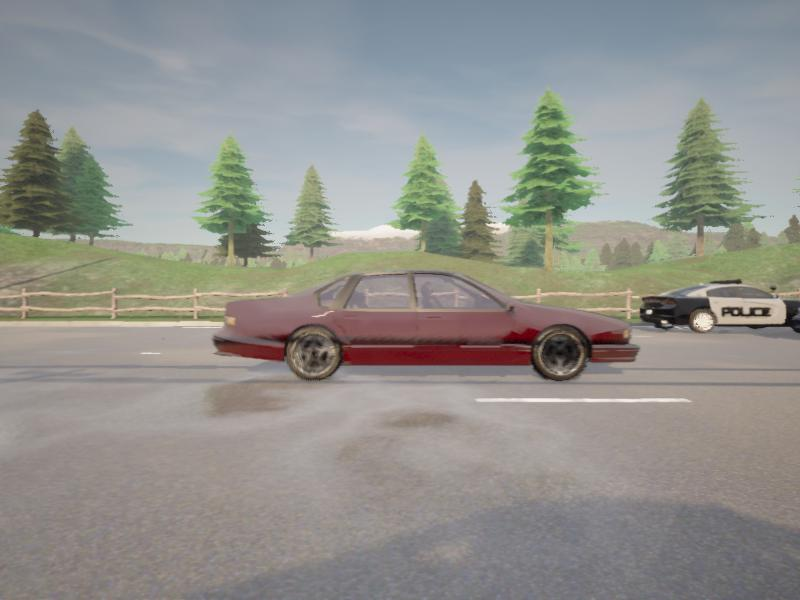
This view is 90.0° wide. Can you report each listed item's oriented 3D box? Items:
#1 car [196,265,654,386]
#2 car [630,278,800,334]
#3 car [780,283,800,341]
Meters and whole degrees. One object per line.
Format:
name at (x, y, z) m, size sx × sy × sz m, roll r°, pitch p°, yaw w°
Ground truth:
car at (0.292, 0.294, 5.698) m, size 5.357 × 1.411 × 2.033 m, roll 0°, pitch 0°, yaw 0°
car at (10.480, 0.176, 12.691) m, size 5.238 × 1.638 × 1.930 m, roll 0°, pitch 0°, yaw 0°
car at (12.378, 0.301, 9.187) m, size 5.357 × 1.411 × 2.033 m, roll 0°, pitch 0°, yaw 0°
